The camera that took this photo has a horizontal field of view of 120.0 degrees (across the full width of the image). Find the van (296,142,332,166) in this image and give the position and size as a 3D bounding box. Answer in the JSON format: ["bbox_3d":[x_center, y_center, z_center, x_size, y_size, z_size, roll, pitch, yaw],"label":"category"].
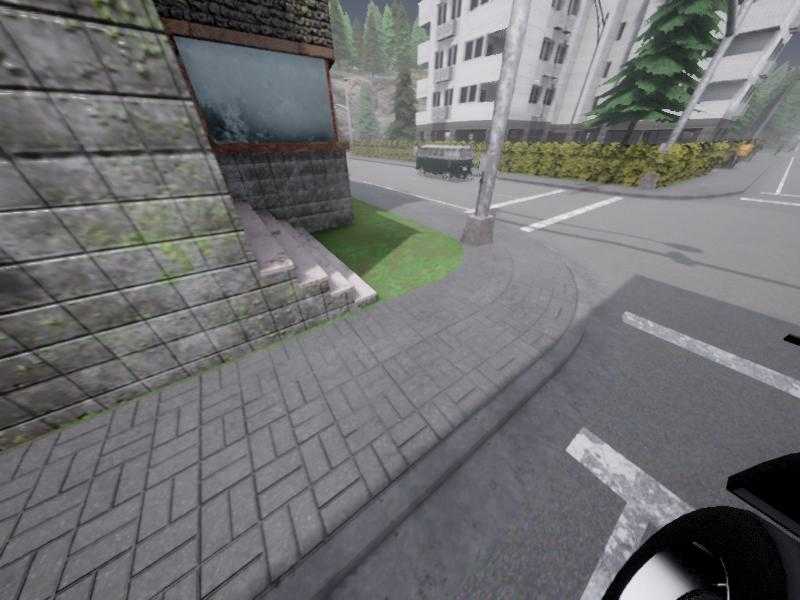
[{"bbox_3d":[-9.625,-16.352,25.717,2.069,2.038,4.480,-22,40,-28],"label":"van"}]

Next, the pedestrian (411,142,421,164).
[{"bbox_3d":[1.644,-15.256,23.925,0.751,1.860,0.751,-25,42,-31],"label":"pedestrian"}]

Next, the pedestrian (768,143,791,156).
[{"bbox_3d":[46.043,-18.272,28.035,0.751,1.300,0.751,-11,37,-15],"label":"pedestrian"}]

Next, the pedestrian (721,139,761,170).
[{"bbox_3d":[24.447,-10.433,16.598,0.751,1.860,0.751,-23,41,-28],"label":"pedestrian"}]

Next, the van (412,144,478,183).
[{"bbox_3d":[2.909,-9.663,16.176,1.775,1.987,4.442,-22,41,-28],"label":"van"}]

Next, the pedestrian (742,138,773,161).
[{"bbox_3d":[34.629,-14.574,22.392,0.751,1.860,0.751,29,44,34],"label":"pedestrian"}]
